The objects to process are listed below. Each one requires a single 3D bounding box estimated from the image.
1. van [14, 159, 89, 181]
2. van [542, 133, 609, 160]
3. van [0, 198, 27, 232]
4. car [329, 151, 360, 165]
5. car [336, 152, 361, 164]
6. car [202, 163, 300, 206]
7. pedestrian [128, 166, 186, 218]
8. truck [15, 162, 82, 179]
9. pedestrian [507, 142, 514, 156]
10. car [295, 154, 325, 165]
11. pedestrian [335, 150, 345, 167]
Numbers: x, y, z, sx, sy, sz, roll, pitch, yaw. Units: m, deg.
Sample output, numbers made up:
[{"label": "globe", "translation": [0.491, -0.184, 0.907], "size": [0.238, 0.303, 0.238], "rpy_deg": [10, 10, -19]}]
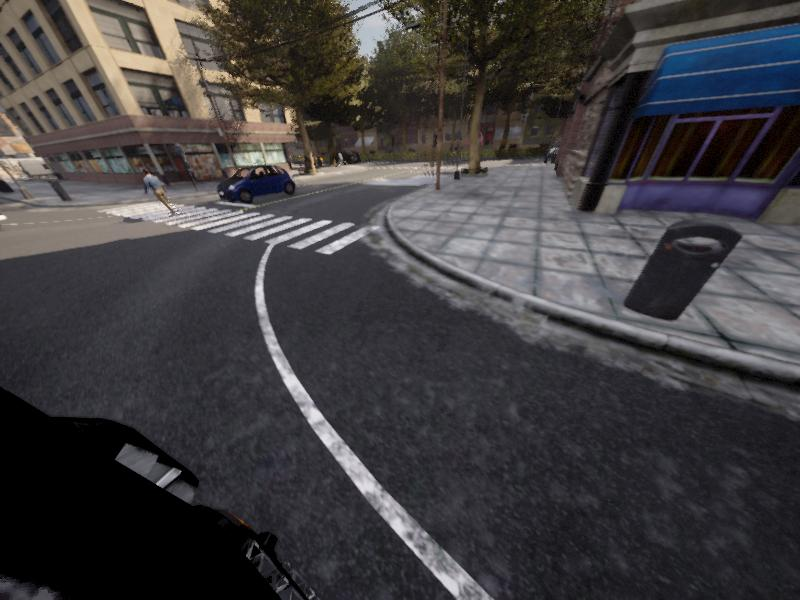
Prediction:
[{"label": "van", "translation": [-55.556, -20.954, 37.056], "size": [1.988, 2.561, 5.915], "rpy_deg": [14, 37, 24]}, {"label": "van", "translation": [21.218, -18.762, 28.360], "size": [5.915, 2.561, 1.988], "rpy_deg": [14, 37, 24]}, {"label": "van", "translation": [-17.964, -3.340, 8.395], "size": [4.480, 2.038, 2.069], "rpy_deg": [0, 34, 4]}, {"label": "car", "translation": [-9.348, -23.980, 38.970], "size": [4.605, 1.855, 1.932], "rpy_deg": [14, 37, 23]}, {"label": "car", "translation": [-9.337, -26.010, 42.267], "size": [3.988, 1.617, 1.851], "rpy_deg": [15, 37, 24]}, {"label": "car", "translation": [-8.057, -6.587, 12.967], "size": [1.851, 1.617, 3.988], "rpy_deg": [16, 38, 26]}, {"label": "pedestrian", "translation": [-10.230, -4.569, 9.813], "size": [0.751, 1.860, 0.751], "rpy_deg": [12, 36, 21]}, {"label": "truck", "translation": [-64.231, -23.826, 42.421], "size": [2.390, 2.098, 6.274], "rpy_deg": [14, 37, 24]}, {"label": "pedestrian", "translation": [18.666, -25.550, 39.044], "size": [0.751, 1.860, 0.751], "rpy_deg": [14, 37, 23]}, {"label": "car", "translation": [-16.371, -25.602, 42.215], "size": [5.008, 1.535, 1.882], "rpy_deg": [14, 37, 23]}, {"label": "pedestrian", "translation": [-7.880, -18.533, 30.371], "size": [0.751, 1.860, 0.751], "rpy_deg": [12, 36, 21]}]
